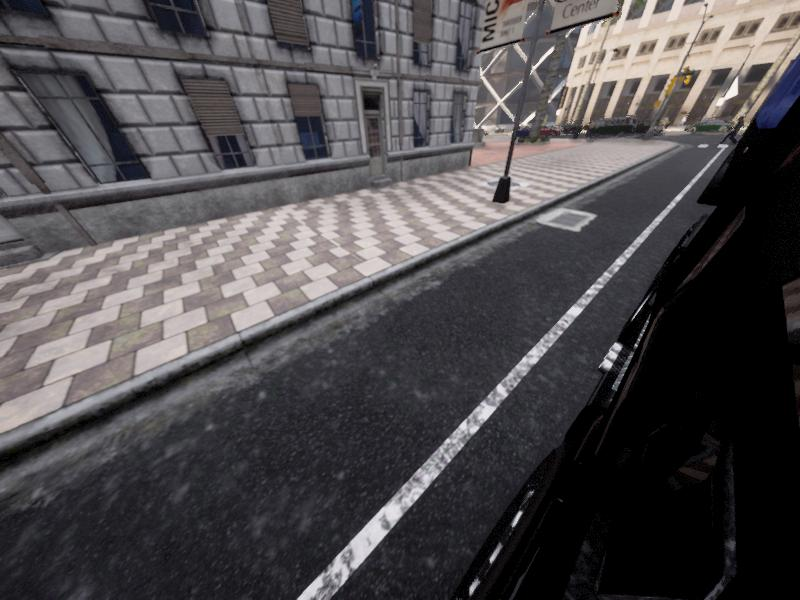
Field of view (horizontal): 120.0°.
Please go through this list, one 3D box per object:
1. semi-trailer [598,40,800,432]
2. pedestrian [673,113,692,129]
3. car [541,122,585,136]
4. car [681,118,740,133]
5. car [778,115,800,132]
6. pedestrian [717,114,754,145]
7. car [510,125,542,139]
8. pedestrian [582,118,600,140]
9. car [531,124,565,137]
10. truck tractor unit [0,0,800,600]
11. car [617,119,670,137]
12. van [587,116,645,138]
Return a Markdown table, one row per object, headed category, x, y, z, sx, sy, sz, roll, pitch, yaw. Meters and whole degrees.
| category | x | y | z | sx | sy | sz | roll | pitch | yaw |
| --- | --- | --- | --- | --- | --- | --- | --- | --- | --- |
| semi-trailer | 8.693 | -3.621 | 4.215 | 14.254 | 4.402 | 2.717 | -28 | 44 | -30 |
| pedestrian | 41.745 | -26.393 | 34.140 | 0.751 | 1.860 | 0.751 | 4 | 37 | 9 |
| car | 26.082 | -27.462 | 37.084 | 1.930 | 1.638 | 5.238 | -31 | 45 | -32 |
| car | 38.976 | -21.941 | 29.106 | 1.994 | 1.385 | 4.181 | -28 | 44 | -30 |
| car | 44.231 | -18.293 | 23.882 | 2.033 | 1.411 | 5.357 | -28 | 44 | -29 |
| pedestrian | 25.491 | -12.942 | 17.585 | 0.751 | 1.860 | 0.751 | -26 | 42 | -27 |
| car | 18.986 | -25.361 | 34.855 | 3.633 | 1.501 | 1.845 | 27 | 46 | 34 |
| pedestrian | 21.216 | -19.016 | 25.696 | 0.751 | 1.860 | 0.751 | 5 | 38 | 11 |
| car | 22.802 | -26.119 | 35.652 | 3.806 | 1.475 | 1.970 | 29 | 47 | 35 |
| truck tractor unit | 2.645 | -0.295 | 0.351 | 6.516 | 4.208 | 3.053 | -28 | 44 | -30 |
| car | 30.265 | -21.416 | 28.791 | 1.851 | 1.617 | 3.988 | -29 | 44 | -30 |
| van | 26.125 | -20.940 | 28.120 | 1.775 | 1.987 | 4.442 | -26 | 42 | -28 |
